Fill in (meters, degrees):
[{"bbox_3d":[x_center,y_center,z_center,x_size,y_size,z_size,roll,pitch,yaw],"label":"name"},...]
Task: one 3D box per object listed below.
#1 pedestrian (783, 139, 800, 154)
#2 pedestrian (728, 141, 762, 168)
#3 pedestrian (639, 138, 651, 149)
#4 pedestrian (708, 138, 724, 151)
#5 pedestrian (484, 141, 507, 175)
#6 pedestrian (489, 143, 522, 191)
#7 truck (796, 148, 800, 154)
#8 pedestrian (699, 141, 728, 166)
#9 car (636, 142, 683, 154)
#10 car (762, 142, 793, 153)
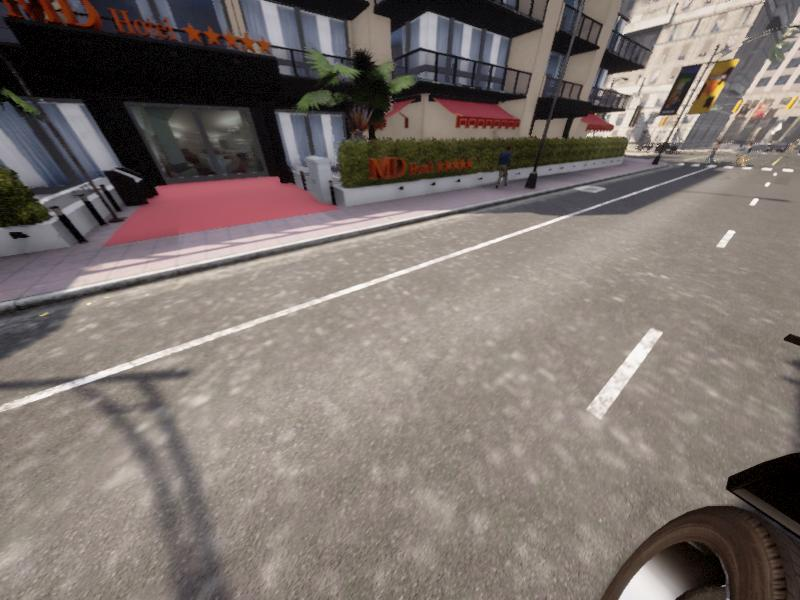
[{"bbox_3d":[57.492,-22.422,33.733,0.751,1.860,0.751,-27,43,-32],"label":"pedestrian"},{"bbox_3d":[29.308,-12.371,19.641,0.751,1.860,0.751,-20,40,-26],"label":"pedestrian"},{"bbox_3d":[47.640,-30.418,44.877,0.751,1.860,0.751,-20,40,-26],"label":"pedestrian"},{"bbox_3d":[53.254,-26.267,38.951,0.751,1.860,0.751,-23,41,-29],"label":"pedestrian"},{"bbox_3d":[6.370,-9.489,15.426,0.751,1.860,0.751,-23,41,-28],"label":"pedestrian"},{"bbox_3d":[4.900,-6.241,10.825,0.751,1.860,0.751,-28,44,-34],"label":"pedestrian"},{"bbox_3d":[62.958,-23.459,34.685,5.204,2.467,2.627,-22,41,-28],"label":"truck"},{"bbox_3d":[28.654,-13.424,21.139,0.751,1.860,0.751,-22,41,-28],"label":"pedestrian"},{"bbox_3d":[42.504,-25.114,38.005,1.837,1.490,4.892,-30,45,-33],"label":"car"},{"bbox_3d":[61.765,-24.998,37.809,5.357,1.411,2.033,-22,41,-28],"label":"car"}]
